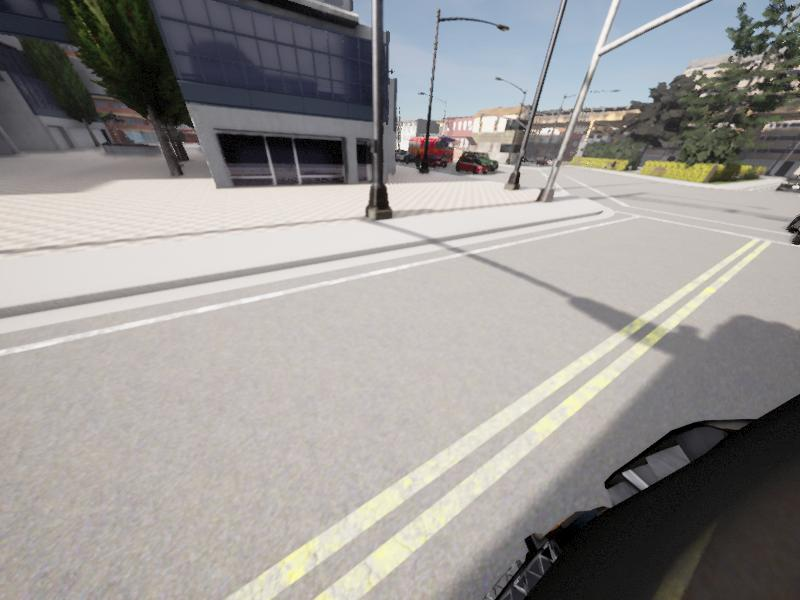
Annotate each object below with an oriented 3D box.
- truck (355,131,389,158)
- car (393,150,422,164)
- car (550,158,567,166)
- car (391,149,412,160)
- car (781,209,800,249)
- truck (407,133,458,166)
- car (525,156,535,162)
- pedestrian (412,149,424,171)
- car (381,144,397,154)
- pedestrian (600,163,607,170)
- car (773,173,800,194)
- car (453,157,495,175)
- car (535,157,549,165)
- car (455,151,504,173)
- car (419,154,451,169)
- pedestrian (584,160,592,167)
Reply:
[{"bbox_3d":[-5.486,-29.756,44.063,2.891,3.827,8.468,-16,40,-26],"label":"truck"},{"bbox_3d":[1.043,-22.123,35.706,2.038,1.542,4.974,-16,39,-26],"label":"car"},{"bbox_3d":[39.718,-34.772,58.100,1.801,1.575,5.366,10,34,11],"label":"car"},{"bbox_3d":[0.173,-26.916,42.648,1.812,1.442,4.674,-16,39,-26],"label":"car"},{"bbox_3d":[15.321,-2.590,7.581,4.611,1.667,2.242,-20,40,-31],"label":"car"},{"bbox_3d":[4.704,-23.460,35.967,2.891,3.827,8.468,-16,39,-26],"label":"truck"},{"bbox_3d":[40.576,-43.981,72.157,1.970,1.475,3.806,11,34,12],"label":"car"},{"bbox_3d":[1.841,-14.376,23.763,0.751,1.860,0.751,25,39,29],"label":"pedestrian"},{"bbox_3d":[-2.811,-37.917,57.924,2.097,1.767,4.553,-16,39,-26],"label":"car"},{"bbox_3d":[40.533,-26.610,45.972,0.500,1.100,0.500,12,35,14],"label":"pedestrian"},{"bbox_3d":[42.135,-12.231,24.239,5.027,1.651,2.152,-16,38,-26],"label":"car"},{"bbox_3d":[8.173,-15.077,25.939,1.816,1.474,4.193,-16,38,-26],"label":"car"},{"bbox_3d":[36.487,-35.688,59.325,1.970,1.475,3.806,10,34,11],"label":"car"},{"bbox_3d":[9.893,-17.513,29.205,2.150,2.045,5.566,-16,38,-26],"label":"car"},{"bbox_3d":[4.557,-18.549,30.931,1.994,1.385,4.181,-16,38,-25],"label":"car"},{"bbox_3d":[44.429,-32.285,54.660,0.751,1.300,0.751,1,34,-4],"label":"pedestrian"}]
